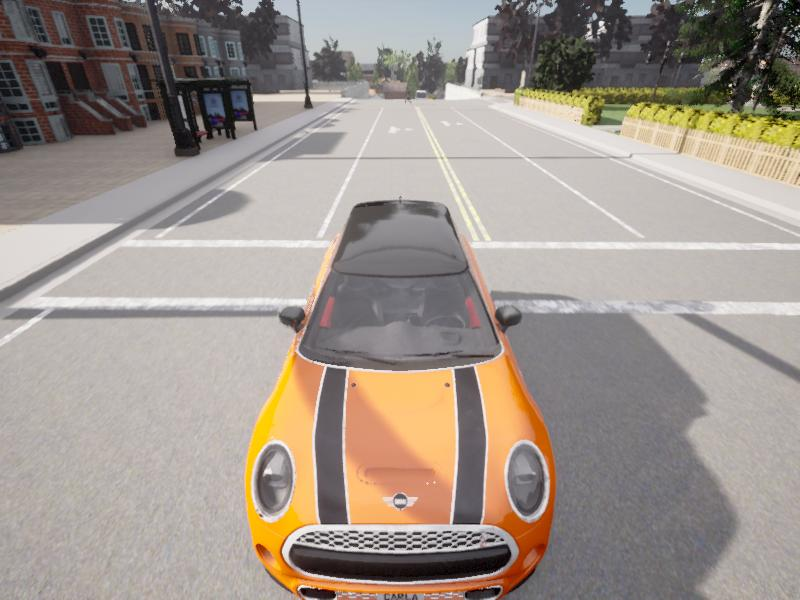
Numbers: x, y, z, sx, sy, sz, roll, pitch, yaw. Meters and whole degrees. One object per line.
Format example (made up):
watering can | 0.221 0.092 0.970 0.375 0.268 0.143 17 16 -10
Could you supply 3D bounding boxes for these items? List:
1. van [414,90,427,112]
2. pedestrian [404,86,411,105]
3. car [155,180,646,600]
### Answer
van | 3.505 -34.106 68.658 1.988 2.561 5.915 0 18 0
pedestrian | 0.822 -22.322 43.693 0.751 1.860 0.751 2 30 4
car | 0.002 0.196 4.122 2.097 1.767 4.553 0 30 0
